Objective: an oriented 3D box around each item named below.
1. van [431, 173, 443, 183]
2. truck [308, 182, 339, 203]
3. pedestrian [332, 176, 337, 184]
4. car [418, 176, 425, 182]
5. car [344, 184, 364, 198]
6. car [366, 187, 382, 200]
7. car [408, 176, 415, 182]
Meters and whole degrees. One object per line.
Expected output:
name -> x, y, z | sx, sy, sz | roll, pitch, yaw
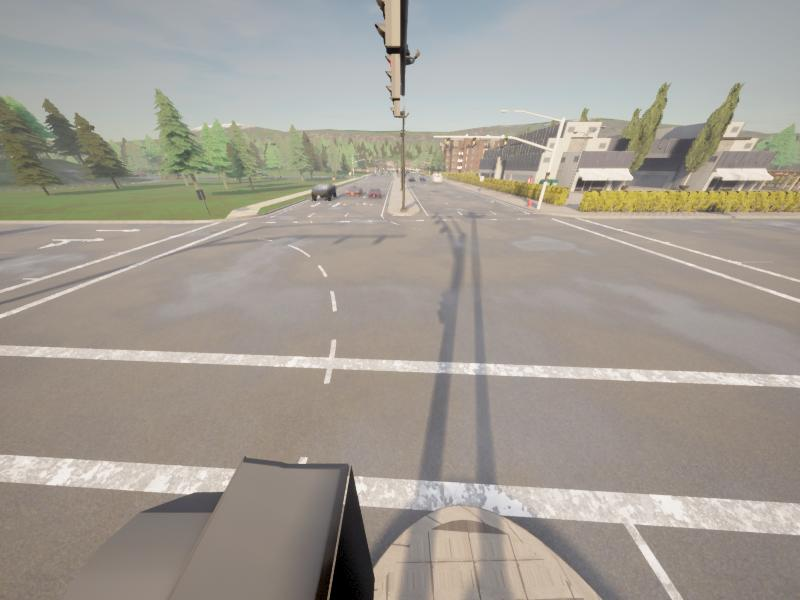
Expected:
van -> 10.774, -36.103, 68.410 | 2.351, 2.431, 6.366 | 0, 30, 0
truck -> -10.742, -15.442, 32.952 | 2.390, 2.098, 6.274 | 0, 30, -1
pedestrian -> -16.971, -30.959, 59.715 | 0.751, 1.860, 0.751 | 0, 30, 1
car -> 7.191, -39.972, 76.095 | 1.812, 1.442, 4.674 | 0, 30, 0
car -> -7.316, -17.655, 37.264 | 2.152, 1.651, 5.027 | 0, 30, -1
car -> -3.769, -16.043, 34.724 | 1.994, 1.385, 4.181 | 0, 30, -1
car -> 3.700, -39.694, 75.523 | 2.038, 1.542, 4.974 | 0, 30, 0
